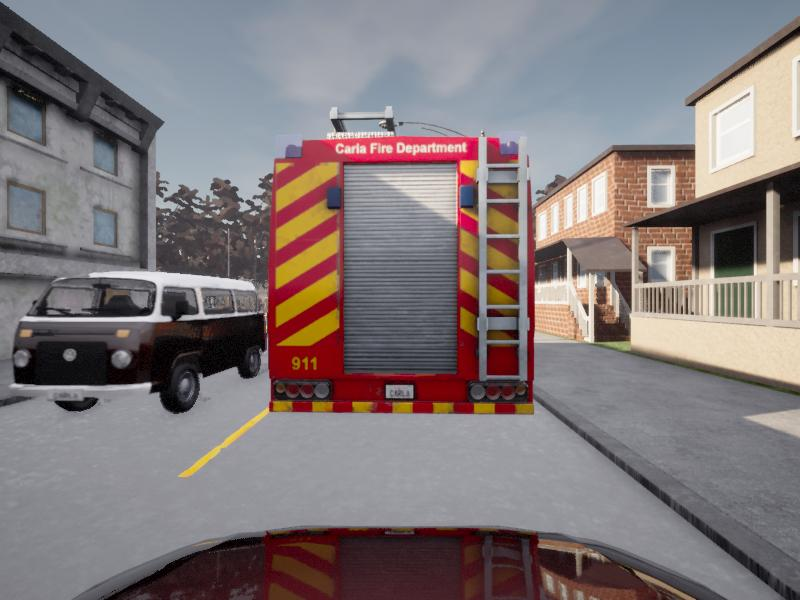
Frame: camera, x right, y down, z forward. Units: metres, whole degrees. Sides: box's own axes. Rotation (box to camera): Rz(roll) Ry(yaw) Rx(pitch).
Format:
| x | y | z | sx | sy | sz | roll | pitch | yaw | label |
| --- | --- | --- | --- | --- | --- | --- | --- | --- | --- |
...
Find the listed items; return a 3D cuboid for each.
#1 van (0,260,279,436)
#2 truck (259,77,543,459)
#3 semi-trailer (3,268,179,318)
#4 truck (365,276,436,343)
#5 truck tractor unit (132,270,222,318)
| x | y | z | sx | sy | sz | roll | pitch | yaw | label |
| --- | --- | --- | --- | --- | --- | --- | --- | --- | --- |
| -3.838 | 0.576 | 6.889 | 2.069 | 2.038 | 4.480 | 0 | -1 | 1 | van |
| 0.146 | -0.321 | 8.301 | 2.891 | 3.827 | 8.468 | 0 | 0 | 2 | truck |
| -28.143 | -0.619 | 36.749 | 14.254 | 4.402 | 2.717 | 0 | 0 | 2 | semi-trailer |
| 0.173 | 0.357 | 17.323 | 2.627 | 2.467 | 5.204 | 0 | 0 | 4 | truck |
| -20.232 | -0.520 | 36.534 | 6.516 | 4.208 | 3.053 | 0 | 0 | 1 | truck tractor unit |
